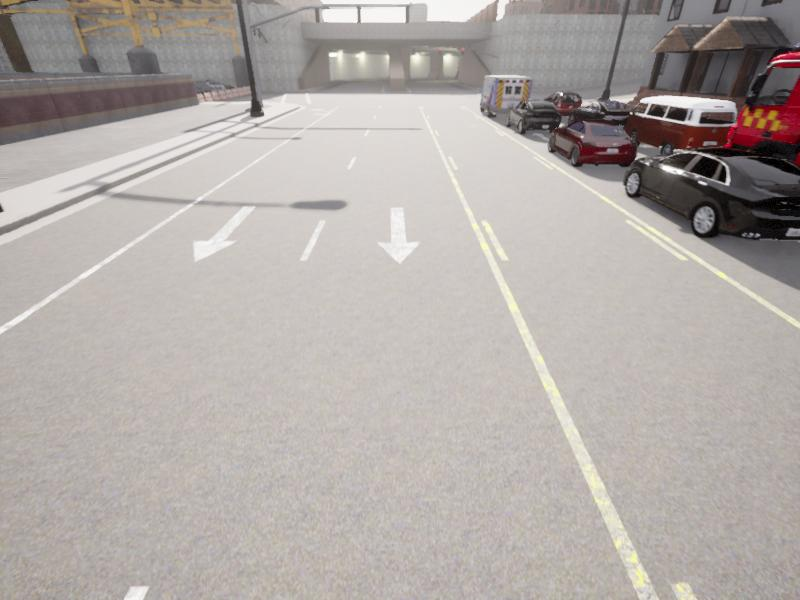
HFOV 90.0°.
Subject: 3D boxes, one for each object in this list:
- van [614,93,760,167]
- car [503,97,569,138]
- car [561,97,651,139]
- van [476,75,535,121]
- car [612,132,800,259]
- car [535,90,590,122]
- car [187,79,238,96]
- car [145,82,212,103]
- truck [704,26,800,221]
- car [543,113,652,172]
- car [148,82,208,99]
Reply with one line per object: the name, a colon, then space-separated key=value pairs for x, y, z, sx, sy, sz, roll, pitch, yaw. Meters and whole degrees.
van: x=10.529 y=-6.618 z=15.300 sx=2.069 sy=2.038 sz=4.480 roll=0 pitch=30 yaw=0
car: x=7.039 y=-9.808 z=21.270 sx=1.837 sy=1.490 sz=4.892 roll=0 pitch=30 yaw=0
car: x=10.532 y=-9.642 z=20.983 sx=2.128 sy=1.511 sz=4.902 roll=0 pitch=30 yaw=0
van: x=7.056 y=-14.105 z=27.680 sx=2.351 sy=2.431 sz=6.366 roll=0 pitch=30 yaw=0
car: x=7.020 y=-2.636 z=9.034 sx=1.837 sy=1.490 sz=4.892 roll=0 pitch=30 yaw=0
car: x=10.551 y=-12.815 z=26.304 sx=1.851 sy=1.617 sz=3.988 roll=0 pitch=30 yaw=0
car: x=-21.893 y=-24.966 z=46.934 sx=2.038 sy=1.542 sz=4.974 roll=16 pitch=34 yaw=24
car: x=-21.105 y=-19.920 z=38.328 sx=2.038 sy=1.542 sz=4.974 roll=26 pitch=39 yaw=36
truck: x=10.525 y=-2.976 z=7.323 sx=2.891 sy=3.827 sz=8.468 roll=0 pitch=30 yaw=0
car: x=7.008 y=-5.923 z=14.766 sx=1.994 sy=1.385 sz=4.181 roll=1 pitch=30 yaw=2
car: x=-21.141 y=-20.037 z=38.216 sx=1.853 sy=1.218 sz=4.536 roll=26 pitch=39 yaw=36
